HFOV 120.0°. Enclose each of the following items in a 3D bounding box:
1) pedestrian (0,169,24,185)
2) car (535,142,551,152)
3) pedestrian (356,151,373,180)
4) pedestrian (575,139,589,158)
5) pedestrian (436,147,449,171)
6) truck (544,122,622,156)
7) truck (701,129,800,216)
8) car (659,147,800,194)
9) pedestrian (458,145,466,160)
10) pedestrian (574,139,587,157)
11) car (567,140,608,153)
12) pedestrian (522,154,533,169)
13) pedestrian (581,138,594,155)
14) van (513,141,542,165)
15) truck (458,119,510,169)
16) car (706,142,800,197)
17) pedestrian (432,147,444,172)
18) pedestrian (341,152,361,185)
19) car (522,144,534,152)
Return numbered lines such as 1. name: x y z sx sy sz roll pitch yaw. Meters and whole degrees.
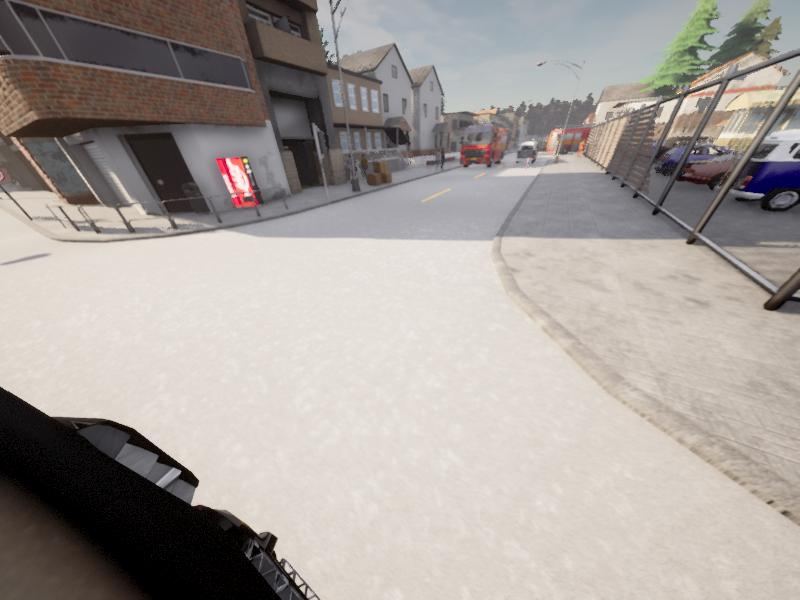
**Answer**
1. pedestrian: -52.803 -16.690 31.385 0.751 1.860 0.751 -1 34 3
2. car: 30.492 -32.584 49.156 2.242 1.667 4.611 17 38 27
3. pedestrian: -2.710 -10.268 17.723 0.751 1.860 0.751 9 35 18
4. pedestrian: 22.097 -18.448 28.108 0.751 1.860 0.751 16 38 26
5. pedestrian: 4.004 -13.414 21.949 0.751 1.860 0.751 -24 39 -29
6. truck: 27.932 -24.915 35.846 8.468 3.827 2.891 0 34 4
7. truck: 12.593 -3.545 6.343 4.478 2.038 2.069 16 38 26
8. car: 14.732 -5.212 9.251 5.357 1.415 2.033 16 38 26
9. pedestrian: 9.603 -22.804 35.661 0.751 1.860 0.751 17 39 28
10. pedestrian: 22.843 -19.227 29.223 0.751 1.860 0.751 16 38 27
11. car: 31.421 -25.892 39.038 5.027 1.651 2.152 16 38 26
12. pedestrian: 11.259 -12.216 20.445 0.500 1.100 0.500 3 34 9
13. pedestrian: 26.194 -21.458 32.321 0.751 1.860 0.751 9 35 17
14. van: 14.302 -16.510 25.870 2.069 2.038 4.480 16 38 26
15. truck: 9.236 -16.687 24.924 2.891 3.827 8.468 16 38 26
16. car: 14.980 -5.345 9.302 1.789 1.547 3.705 16 38 26
17. pedestrian: 3.515 -12.946 21.283 0.751 1.860 0.751 23 41 33
18. pedestrian: -3.364 -9.044 15.929 0.751 1.860 0.751 16 38 26
19. car: 32.029 -38.071 57.852 1.837 1.490 4.892 16 38 26
